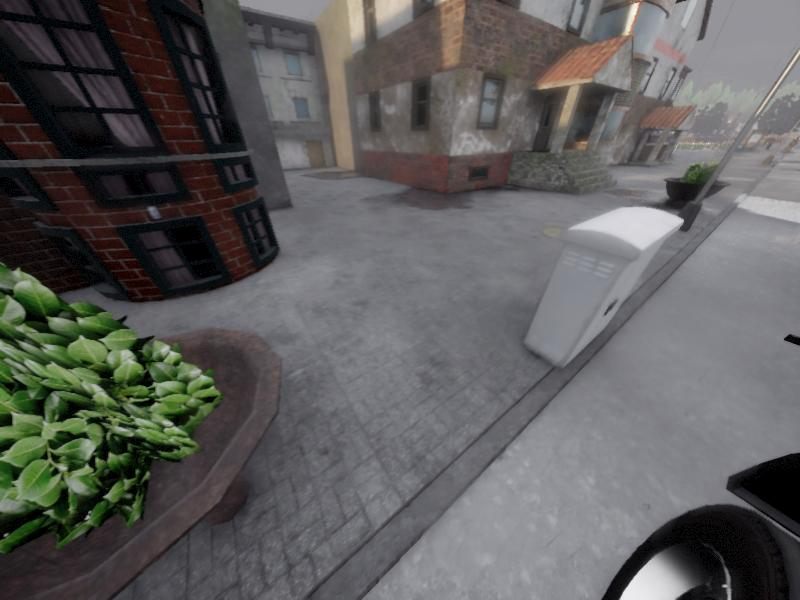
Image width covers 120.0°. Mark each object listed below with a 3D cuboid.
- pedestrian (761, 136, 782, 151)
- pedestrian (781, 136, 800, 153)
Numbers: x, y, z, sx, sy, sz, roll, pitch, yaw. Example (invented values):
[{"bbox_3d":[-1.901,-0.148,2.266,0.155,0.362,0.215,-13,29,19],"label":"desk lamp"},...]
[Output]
[{"bbox_3d":[57.175,-24.063,35.578,0.751,1.860,0.751,-17,39,-22],"label":"pedestrian"},{"bbox_3d":[55.216,-21.851,32.466,0.751,1.860,0.751,-11,36,-14],"label":"pedestrian"}]
